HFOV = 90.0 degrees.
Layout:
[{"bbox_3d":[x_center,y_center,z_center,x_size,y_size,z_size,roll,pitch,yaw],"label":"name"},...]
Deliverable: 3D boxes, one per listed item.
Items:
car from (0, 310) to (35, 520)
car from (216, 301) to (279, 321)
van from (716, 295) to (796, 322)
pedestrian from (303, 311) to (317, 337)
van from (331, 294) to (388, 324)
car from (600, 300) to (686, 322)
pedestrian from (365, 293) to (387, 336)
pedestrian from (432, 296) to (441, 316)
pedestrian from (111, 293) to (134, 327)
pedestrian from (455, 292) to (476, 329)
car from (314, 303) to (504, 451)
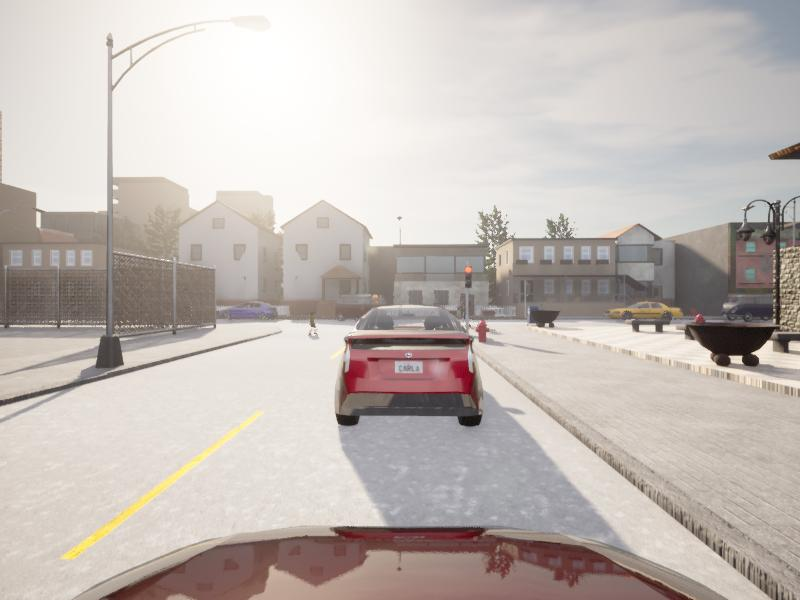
[{"bbox_3d":[-4.006,0.836,0.742,2.128,1.511,4.902,0,0,1],"label":"car"},{"bbox_3d":[-11.656,0.854,30.737,4.193,1.474,1.816,0,0,4],"label":"car"},{"bbox_3d":[26.668,0.598,30.054,4.442,1.987,1.775,0,0,1],"label":"van"},{"bbox_3d":[-3.914,1.017,17.413,0.500,1.100,0.500,0,0,-24],"label":"pedestrian"},{"bbox_3d":[-2.993,0.599,28.726,1.775,1.987,4.442,0,0,-43],"label":"van"},{"bbox_3d":[18.298,0.800,30.297,5.366,1.575,1.801,0,0,0],"label":"car"},{"bbox_3d":[-1.069,0.637,18.010,0.751,1.860,0.751,0,0,-25],"label":"pedestrian"},{"bbox_3d":[3.351,0.533,36.539,0.751,1.860,0.751,0,0,1],"label":"pedestrian"},{"bbox_3d":[-15.473,0.534,22.296,0.751,1.860,0.751,0,0,10],"label":"pedestrian"},{"bbox_3d":[3.348,0.525,20.440,0.751,1.860,0.751,0,0,-34],"label":"pedestrian"},{"bbox_3d":[0.137,0.828,6.489,2.007,1.525,4.514,0,0,1],"label":"car"}]
